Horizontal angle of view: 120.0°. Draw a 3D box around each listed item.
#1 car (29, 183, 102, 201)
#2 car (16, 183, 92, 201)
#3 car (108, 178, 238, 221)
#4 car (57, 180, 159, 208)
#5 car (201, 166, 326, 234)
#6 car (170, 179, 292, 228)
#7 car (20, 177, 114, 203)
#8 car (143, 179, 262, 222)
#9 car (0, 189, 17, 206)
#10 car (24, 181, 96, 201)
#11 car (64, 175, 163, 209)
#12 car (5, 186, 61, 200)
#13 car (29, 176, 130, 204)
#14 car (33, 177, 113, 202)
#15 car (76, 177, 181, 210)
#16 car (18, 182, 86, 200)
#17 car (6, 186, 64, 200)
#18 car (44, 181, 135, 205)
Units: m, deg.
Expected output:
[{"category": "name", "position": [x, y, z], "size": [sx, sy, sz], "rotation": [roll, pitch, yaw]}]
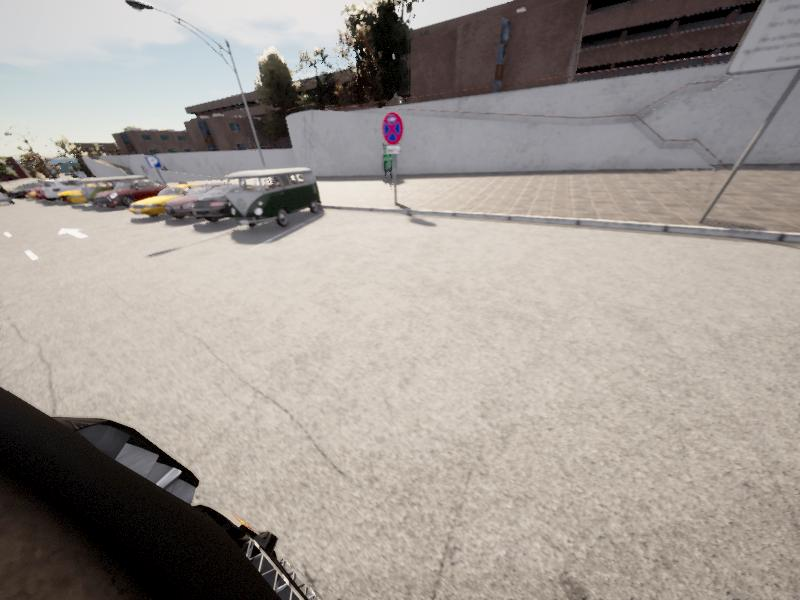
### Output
[{"category": "car", "position": [-41.297, -13.498, 28.760], "size": [2.002, 1.452, 4.674], "rotation": [2, 32, 10]}, {"category": "car", "position": [-46.477, -14.704, 31.277], "size": [1.946, 1.575, 5.366], "rotation": [2, 32, 10]}, {"category": "car", "position": [-12.963, -6.199, 13.889], "size": [1.946, 1.575, 5.366], "rotation": [3, 32, 10]}, {"category": "car", "position": [-25.806, -9.710, 20.863], "size": [1.946, 1.575, 5.366], "rotation": [2, 32, 10]}, {"category": "car", "position": [-5.223, -4.434, 9.832], "size": [1.878, 1.987, 4.442], "rotation": [3, 32, 10]}, {"category": "car", "position": [-7.777, -4.931, 11.400], "size": [2.002, 1.452, 4.674], "rotation": [2, 32, 10]}, {"category": "car", "position": [-38.738, -13.087, 27.236], "size": [2.435, 2.045, 5.566], "rotation": [3, 32, 10]}, {"category": "car", "position": [-10.350, -5.597, 12.736], "size": [2.002, 1.452, 4.674], "rotation": [3, 32, 10]}, {"category": "car", "position": [-45.844, -11.566, 26.154], "size": [3.633, 1.501, 1.845], "rotation": [14, 36, 27]}, {"category": "car", "position": [-43.877, -14.289, 30.046], "size": [2.185, 1.767, 4.553], "rotation": [2, 32, 10]}, {"category": "car", "position": [-23.280, -9.078, 19.161], "size": [1.878, 1.987, 4.442], "rotation": [3, 32, 10]}, {"category": "car", "position": [-67.017, -19.666, 42.353], "size": [2.097, 1.535, 5.008], "rotation": [2, 31, 11]}, {"category": "car", "position": [-33.583, -11.820, 24.603], "size": [2.435, 2.045, 5.566], "rotation": [2, 32, 10]}, {"category": "car", "position": [-36.178, -12.374, 25.835], "size": [1.878, 1.987, 4.442], "rotation": [3, 32, 10]}, {"category": "car", "position": [-20.672, -8.406, 18.004], "size": [2.185, 1.767, 4.553], "rotation": [3, 32, 10]}, {"category": "car", "position": [-49.027, -15.548, 32.752], "size": [2.185, 1.767, 4.553], "rotation": [2, 32, 10]}, {"category": "car", "position": [-64.459, -19.076, 40.981], "size": [2.097, 1.535, 5.008], "rotation": [2, 31, 11]}, {"category": "car", "position": [-30.988, -10.936, 23.378], "size": [2.097, 1.535, 5.008], "rotation": [3, 32, 10]}]
